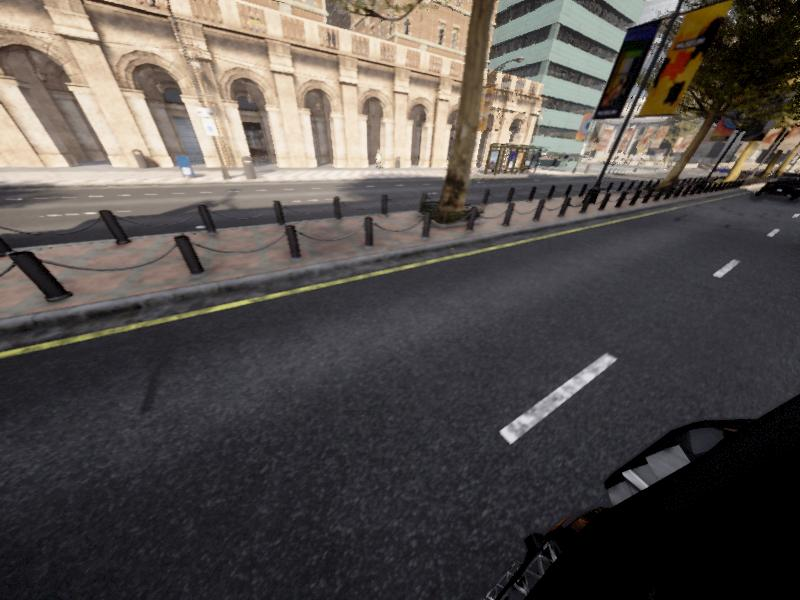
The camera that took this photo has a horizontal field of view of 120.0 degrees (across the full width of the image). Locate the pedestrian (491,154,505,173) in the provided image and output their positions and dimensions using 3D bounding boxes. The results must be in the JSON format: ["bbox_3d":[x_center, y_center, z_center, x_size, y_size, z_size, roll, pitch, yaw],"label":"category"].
[{"bbox_3d":[11.390,-15.827,26.763,0.751,1.860,0.751,-16,38,-26],"label":"pedestrian"}]

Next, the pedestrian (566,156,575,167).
[{"bbox_3d":[36.146,-29.361,49.009,0.751,1.860,0.751,17,36,21],"label":"pedestrian"}]

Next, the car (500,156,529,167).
[{"bbox_3d":[21.477,-26.022,43.421,4.786,1.482,2.161,-16,38,-26],"label":"car"}]

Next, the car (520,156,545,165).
[{"bbox_3d":[29.429,-30.965,51.398,4.902,1.511,2.128,-16,38,-26],"label":"car"}]

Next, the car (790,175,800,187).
[{"bbox_3d":[51.353,-14.915,28.821,3.806,1.475,1.970,-16,38,-26],"label":"car"}]

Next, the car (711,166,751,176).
[{"bbox_3d":[77.813,-30.504,54.426,2.152,1.651,5.027,-16,38,-26],"label":"car"}]

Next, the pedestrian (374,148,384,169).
[{"bbox_3d":[-2.250,-15.084,24.691,0.751,1.860,0.751,-16,38,-26],"label":"pedestrian"}]

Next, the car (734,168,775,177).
[{"bbox_3d":[76.748,-27.724,50.072,5.357,1.411,2.033,2,33,-1],"label":"car"}]

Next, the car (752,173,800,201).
[{"bbox_3d":[30.947,-9.130,18.480,5.238,1.638,1.930,-16,38,-26],"label":"car"}]

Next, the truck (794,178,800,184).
[{"bbox_3d":[59.842,-17.764,32.825,5.204,2.467,2.627,-16,38,-26],"label":"truck"}]

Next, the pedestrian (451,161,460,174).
[{"bbox_3d":[5.684,-13.691,23.819,0.500,1.100,0.500,-15,37,-24],"label":"pedestrian"}]
